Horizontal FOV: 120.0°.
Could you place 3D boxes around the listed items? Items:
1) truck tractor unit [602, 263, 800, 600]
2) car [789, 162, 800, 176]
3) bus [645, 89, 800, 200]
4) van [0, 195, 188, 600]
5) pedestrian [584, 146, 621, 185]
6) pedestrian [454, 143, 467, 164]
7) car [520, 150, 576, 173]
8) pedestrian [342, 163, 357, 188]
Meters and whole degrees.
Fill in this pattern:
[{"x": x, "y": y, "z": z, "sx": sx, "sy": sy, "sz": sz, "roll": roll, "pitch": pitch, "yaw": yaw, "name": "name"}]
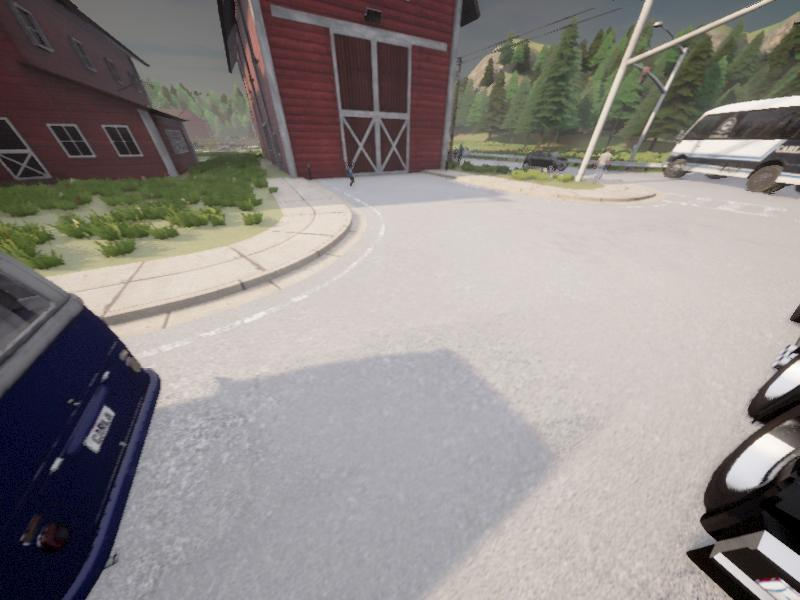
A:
[{"x": 5.107, "y": -0.306, "z": 0.782, "sx": 6.516, "sy": 4.208, "sz": 3.053, "roll": -18, "pitch": 39, "yaw": -24, "name": "truck tractor unit"}, {"x": 35.650, "y": -11.379, "z": 19.463, "sx": 5.357, "sy": 1.411, "sz": 2.033, "roll": -18, "pitch": 39, "yaw": -24, "name": "car"}, {"x": 20.918, "y": -8.674, "z": 12.954, "sx": 3.944, "sy": 4.253, "sz": 10.273, "roll": 8, "pitch": 35, "yaw": 5, "name": "bus"}, {"x": -3.852, "y": 1.222, "z": 0.473, "sx": 4.442, "sy": 1.987, "sz": 1.775, "roll": -18, "pitch": 39, "yaw": -24, "name": "van"}, {"x": 11.719, "y": -7.793, "z": 13.394, "sx": 0.751, "sy": 1.860, "sz": 0.751, "roll": -19, "pitch": 39, "yaw": -26, "name": "pedestrian"}, {"x": 6.337, "y": -15.294, "z": 24.154, "sx": 0.751, "sy": 1.860, "sz": 0.751, "roll": -17, "pitch": 39, "yaw": -24, "name": "pedestrian"}, {"x": 13.276, "y": -12.644, "z": 20.987, "sx": 1.789, "sy": 1.549, "sz": 3.705, "roll": -17, "pitch": 38, "yaw": -24, "name": "car"}, {"x": -2.710, "y": -6.691, "z": 12.383, "sx": 0.500, "sy": 1.100, "sz": 0.500, "roll": -18, "pitch": 39, "yaw": -24, "name": "pedestrian"}]
